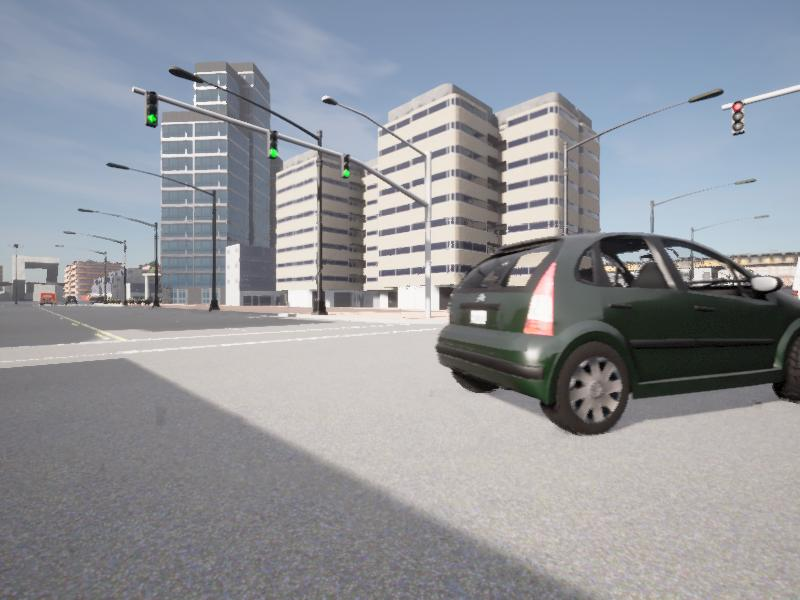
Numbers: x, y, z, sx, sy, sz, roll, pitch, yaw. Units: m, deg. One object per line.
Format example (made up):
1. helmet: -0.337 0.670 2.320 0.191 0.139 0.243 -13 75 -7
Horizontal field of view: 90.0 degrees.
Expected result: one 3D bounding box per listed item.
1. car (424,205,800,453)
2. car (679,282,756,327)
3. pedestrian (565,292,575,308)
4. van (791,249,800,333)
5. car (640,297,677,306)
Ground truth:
1. car: 2.454 0.188 4.160 3.988 1.617 1.851 0 0 -20
2. car: 13.757 0.172 17.194 5.238 1.638 1.930 0 0 -44
3. pedestrian: 19.217 -0.004 45.322 0.751 1.860 0.751 0 0 -29
4. van: 14.969 -0.277 13.730 5.915 2.561 1.988 0 0 -43
5. car: 44.977 0.293 69.695 5.238 1.638 1.930 -1 -1 45
